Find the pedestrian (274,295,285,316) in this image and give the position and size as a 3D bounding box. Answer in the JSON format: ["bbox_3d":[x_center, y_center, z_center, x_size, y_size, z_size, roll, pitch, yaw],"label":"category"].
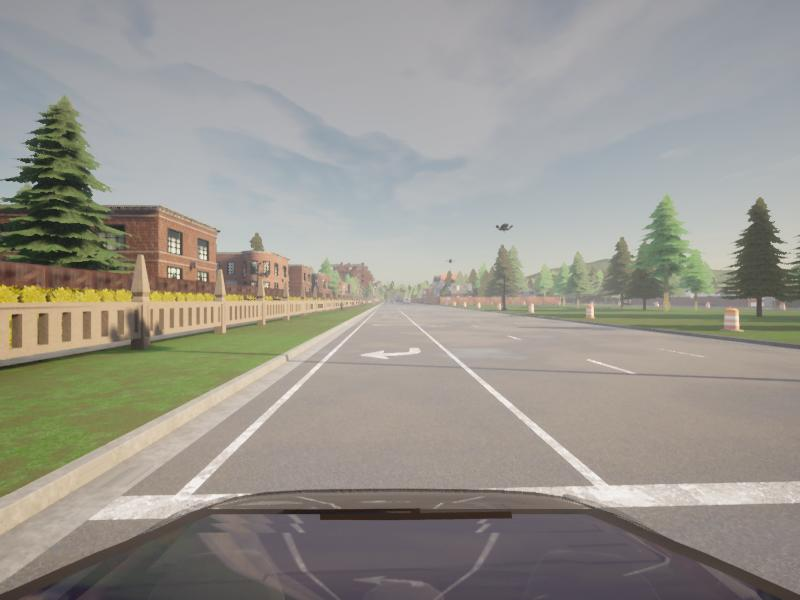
[{"bbox_3d":[-11.047,0.485,36.716,0.751,1.860,0.751,0,0,-3],"label":"pedestrian"}]

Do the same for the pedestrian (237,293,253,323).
[{"bbox_3d":[-9.845,0.485,25.431,0.751,1.860,0.751,0,0,0],"label":"pedestrian"}]

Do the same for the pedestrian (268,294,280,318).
[{"bbox_3d":[-10.010,0.485,31.795,0.751,1.860,0.751,0,0,-4],"label":"pedestrian"}]
